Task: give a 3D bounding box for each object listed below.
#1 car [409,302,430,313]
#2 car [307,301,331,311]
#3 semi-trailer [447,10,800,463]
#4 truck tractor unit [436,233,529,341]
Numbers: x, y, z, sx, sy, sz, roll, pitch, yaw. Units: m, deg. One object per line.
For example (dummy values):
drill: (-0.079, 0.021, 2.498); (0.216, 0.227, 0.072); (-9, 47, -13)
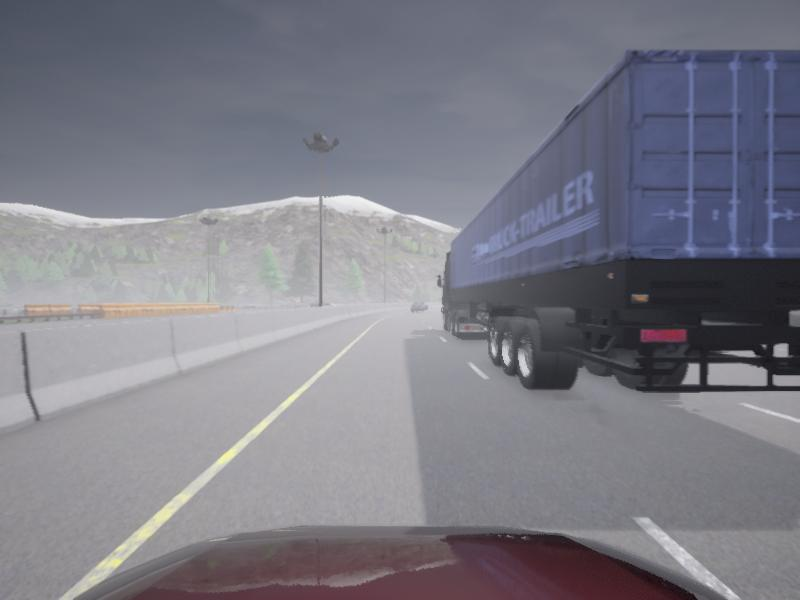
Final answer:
car: (2.723, 0.950, 54.661); (2.033, 1.411, 5.357); (0, 0, 12)
car: (-13.059, 0.889, 64.797); (1.882, 1.535, 5.008); (0, 0, 12)
semi-trailer: (3.506, -0.607, 11.011); (2.717, 4.402, 14.254); (0, 0, 0)
truck tractor unit: (3.515, -0.500, 18.928); (3.053, 4.208, 6.516); (0, 0, 0)
